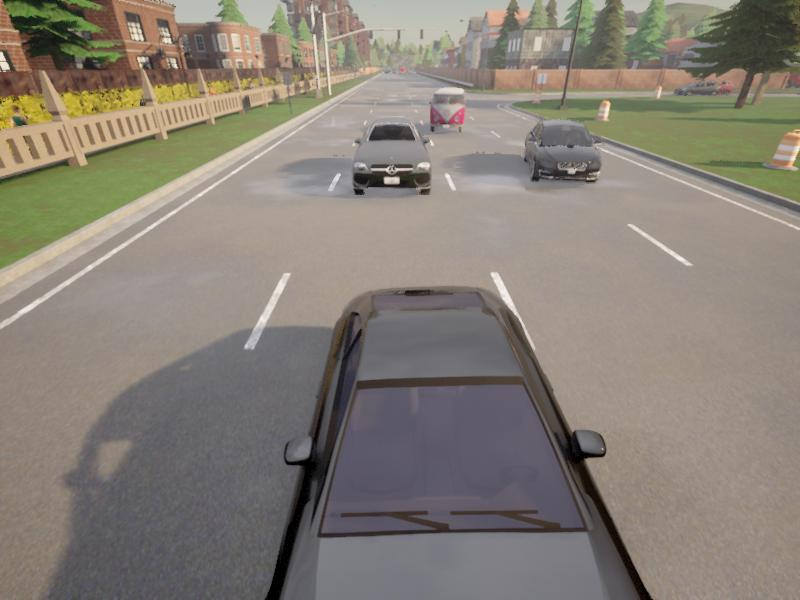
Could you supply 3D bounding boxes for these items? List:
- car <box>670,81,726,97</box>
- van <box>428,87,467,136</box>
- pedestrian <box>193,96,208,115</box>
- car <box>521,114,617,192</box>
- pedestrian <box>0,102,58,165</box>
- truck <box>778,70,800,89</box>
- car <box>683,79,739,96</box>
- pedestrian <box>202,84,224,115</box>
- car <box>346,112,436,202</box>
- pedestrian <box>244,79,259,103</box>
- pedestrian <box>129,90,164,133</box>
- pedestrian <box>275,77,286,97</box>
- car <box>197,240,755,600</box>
[{"bbox_3d":[33.758,-23.920,45.359,4.514,1.525,2.007,-1,30,-1],"label":"car"},{"bbox_3d":[2.636,-10.267,21.584,1.775,1.987,4.442,4,30,8],"label":"van"},{"bbox_3d":[-13.571,-13.224,27.225,0.500,1.100,0.500,5,31,9],"label":"pedestrian"},{"bbox_3d":[5.162,-4.943,12.958,1.837,1.490,4.892,5,31,9],"label":"car"},{"bbox_3d":[-12.443,-5.524,13.302,0.751,1.860,0.751,0,30,0],"label":"pedestrian"},{"bbox_3d":[60.875,-33.180,60.099,2.627,2.467,5.204,0,30,0],"label":"truck"},{"bbox_3d":[37.411,-25.658,48.239,4.611,1.667,2.242,1,30,3],"label":"car"},{"bbox_3d":[-12.547,-13.470,26.889,0.751,1.860,0.751,0,30,-1],"label":"pedestrian"},{"bbox_3d":[-0.235,-4.542,12.160,2.152,1.651,5.027,0,30,-1],"label":"car"},{"bbox_3d":[-13.400,-18.926,36.221,0.751,1.860,0.751,0,30,0],"label":"pedestrian"},{"bbox_3d":[-12.530,-9.339,19.826,0.751,1.860,0.751,1,30,1],"label":"pedestrian"},{"bbox_3d":[-12.790,-22.758,42.771,0.751,1.860,0.751,-1,30,-1],"label":"pedestrian"},{"bbox_3d":[0.273,1.017,2.927,1.994,1.385,4.181,-2,30,1],"label":"car"}]
